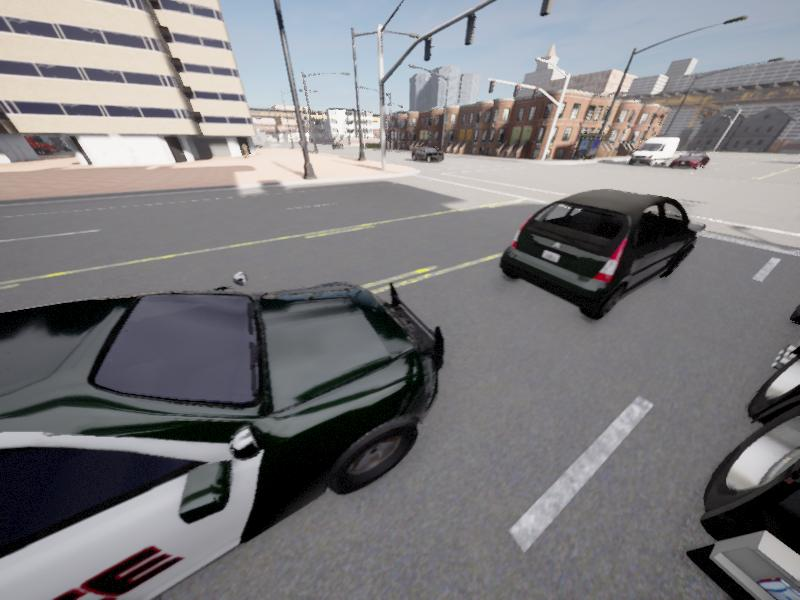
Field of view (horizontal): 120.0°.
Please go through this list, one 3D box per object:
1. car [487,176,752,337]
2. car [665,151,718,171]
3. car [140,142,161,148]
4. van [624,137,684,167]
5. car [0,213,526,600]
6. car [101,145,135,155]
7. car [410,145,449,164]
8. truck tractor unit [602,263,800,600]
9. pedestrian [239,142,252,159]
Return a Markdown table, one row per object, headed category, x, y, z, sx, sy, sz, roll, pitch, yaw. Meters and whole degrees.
| category | x | y | z | sx | sy | sz | roll | pitch | yaw |
| --- | --- | --- | --- | --- | --- | --- | --- | --- | --- |
| car | 3.914 | -1.164 | 4.297 | 3.988 | 1.617 | 1.851 | -18 | 39 | -24 |
| car | 28.859 | -13.816 | 22.877 | 4.181 | 1.385 | 1.994 | -18 | 39 | -24 |
| car | -75.692 | -47.123 | 70.207 | 3.806 | 1.475 | 1.970 | -20 | 40 | -25 |
| van | 28.012 | -16.337 | 25.465 | 5.915 | 2.561 | 1.988 | -18 | 39 | -24 |
| car | -1.903 | 0.778 | 1.527 | 4.974 | 1.542 | 2.038 | -18 | 39 | -24 |
| car | -60.568 | -32.306 | 49.693 | 4.193 | 1.474 | 1.816 | -20 | 40 | -25 |
| car | 3.404 | -17.743 | 28.059 | 1.930 | 1.638 | 5.238 | -18 | 39 | -25 |
| truck tractor unit | 5.108 | -0.303 | 0.786 | 6.516 | 4.208 | 3.053 | -18 | 39 | -24 |
| pedestrian | -20.604 | -20.027 | 30.914 | 0.751 | 1.860 | 0.751 | -8 | 36 | -12 |
